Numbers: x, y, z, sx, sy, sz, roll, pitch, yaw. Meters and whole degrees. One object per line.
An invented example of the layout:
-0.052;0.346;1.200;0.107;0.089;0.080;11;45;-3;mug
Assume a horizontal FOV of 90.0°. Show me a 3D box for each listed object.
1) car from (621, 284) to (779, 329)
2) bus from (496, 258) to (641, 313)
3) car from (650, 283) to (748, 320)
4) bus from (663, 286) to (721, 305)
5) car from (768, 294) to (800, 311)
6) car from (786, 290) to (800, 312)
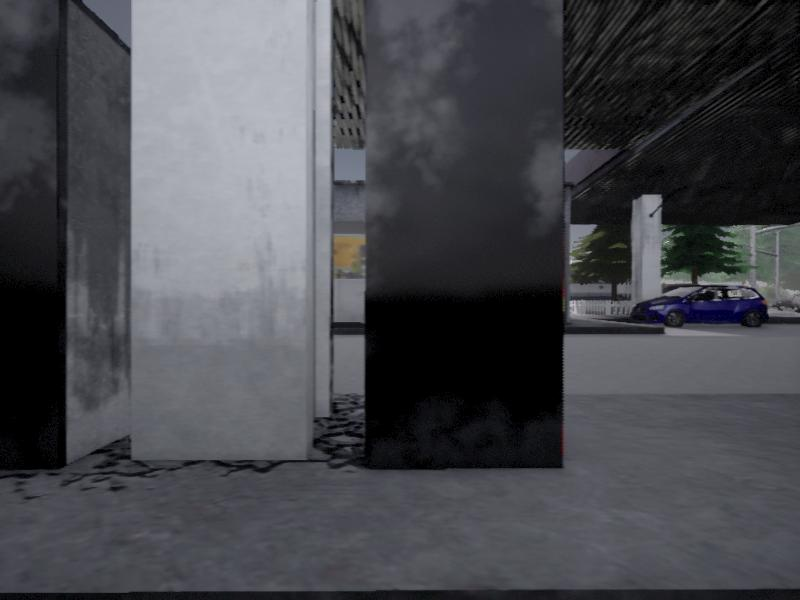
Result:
11.725;0.244;15.928;4.611;1.667;2.242;0;0;-1;car
13.449;-1.111;32.776;10.273;4.253;3.944;0;0;0;bus
16.029;0.084;21.615;3.866;1.878;1.905;0;0;-1;car
65.847;-1.021;90.528;10.273;4.253;3.944;0;0;0;bus
35.102;0.239;34.825;5.357;1.411;2.033;0;0;-17;car
30.675;0.067;28.755;2.242;1.667;4.611;0;-2;15;car
